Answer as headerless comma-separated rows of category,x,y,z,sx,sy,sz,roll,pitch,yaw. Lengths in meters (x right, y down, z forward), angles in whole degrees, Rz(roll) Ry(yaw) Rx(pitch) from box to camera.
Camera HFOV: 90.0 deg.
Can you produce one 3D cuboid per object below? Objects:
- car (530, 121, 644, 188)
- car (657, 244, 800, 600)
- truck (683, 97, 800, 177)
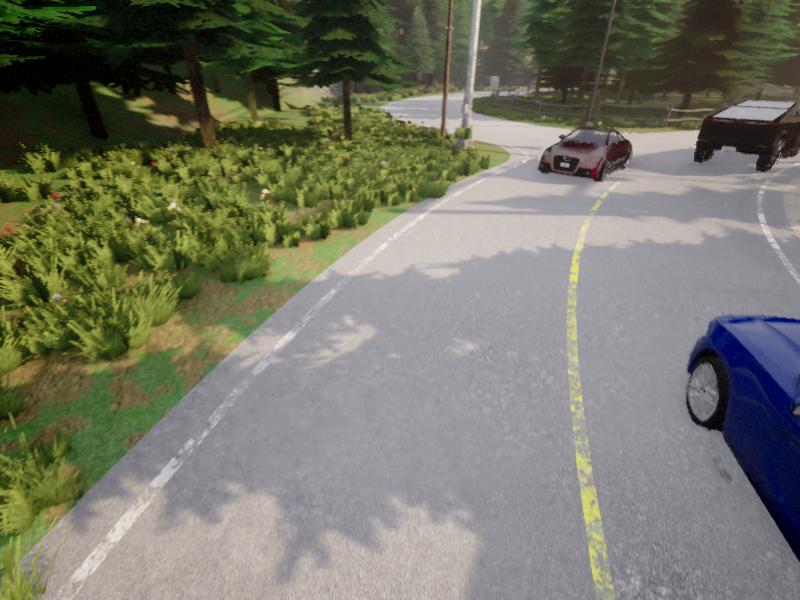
car,6.379,-5.044,13.507,1.994,1.385,4.181,24,37,34
car,3.531,1.432,2.156,1.882,1.535,5.008,6,31,10
truck,13.807,-6.500,15.466,6.274,2.098,2.390,-23,37,-34
